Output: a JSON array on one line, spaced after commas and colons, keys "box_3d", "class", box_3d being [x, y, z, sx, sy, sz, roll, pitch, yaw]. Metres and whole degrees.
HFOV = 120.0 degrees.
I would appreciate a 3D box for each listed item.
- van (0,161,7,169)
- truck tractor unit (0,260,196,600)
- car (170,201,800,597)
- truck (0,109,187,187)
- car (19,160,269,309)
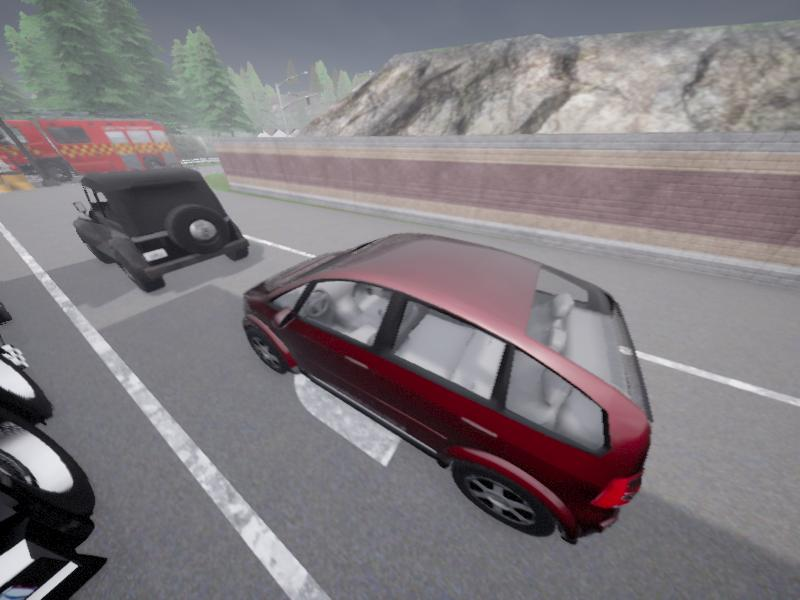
[{"box_3d": [-42.668, -14.385, 23.241, 4.480, 2.038, 2.069, 19, 39, 25], "class": "van"}, {"box_3d": [-5.106, -0.306, 0.788, 6.516, 4.208, 3.053, 19, 39, 24], "class": "truck tractor unit"}, {"box_3d": [-0.021, 0.188, 2.371, 3.705, 1.549, 1.789, 19, 39, 25], "class": "car"}, {"box_3d": [-21.974, -11.129, 16.704, 2.891, 3.827, 8.468, 25, 44, 31], "class": "truck"}, {"box_3d": [-5.084, -1.658, 4.770, 3.866, 1.878, 1.905, 19, 39, 25], "class": "car"}]
